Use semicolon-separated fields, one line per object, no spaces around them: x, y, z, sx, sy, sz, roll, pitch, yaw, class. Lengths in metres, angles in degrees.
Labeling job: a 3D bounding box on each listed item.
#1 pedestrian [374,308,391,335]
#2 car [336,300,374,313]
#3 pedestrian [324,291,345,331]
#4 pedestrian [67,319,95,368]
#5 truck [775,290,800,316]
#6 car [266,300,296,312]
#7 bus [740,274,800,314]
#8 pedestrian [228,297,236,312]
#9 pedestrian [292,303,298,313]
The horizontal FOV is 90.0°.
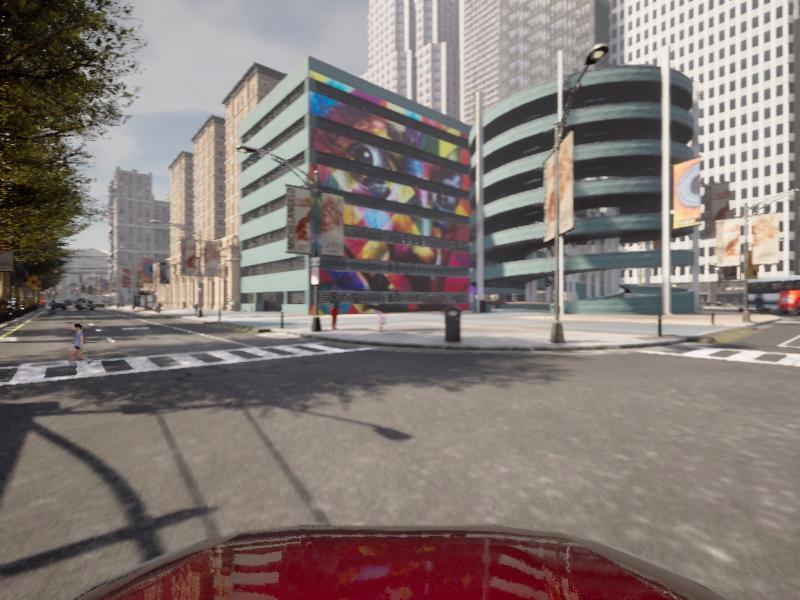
-0.719;0.871;16.513;0.500;1.100;0.500;0;0;44;pedestrian
-5.396;0.742;47.741;2.128;1.511;4.902;0;0;-40;car
-3.131;0.497;19.095;0.751;1.860;0.751;0;0;-29;pedestrian
-7.749;1.036;9.735;0.500;1.100;0.500;0;0;-34;pedestrian
39.517;0.276;38.938;2.627;2.467;5.204;0;1;22;truck
-16.039;0.805;53.909;2.161;1.482;4.786;0;0;-40;car
45.449;-0.610;46.540;3.944;4.253;10.273;1;0;7;bus
-20.830;0.542;49.665;0.751;1.860;0.751;0;0;-44;pedestrian
-11.571;0.917;43.989;0.500;1.100;0.500;0;0;41;pedestrian
